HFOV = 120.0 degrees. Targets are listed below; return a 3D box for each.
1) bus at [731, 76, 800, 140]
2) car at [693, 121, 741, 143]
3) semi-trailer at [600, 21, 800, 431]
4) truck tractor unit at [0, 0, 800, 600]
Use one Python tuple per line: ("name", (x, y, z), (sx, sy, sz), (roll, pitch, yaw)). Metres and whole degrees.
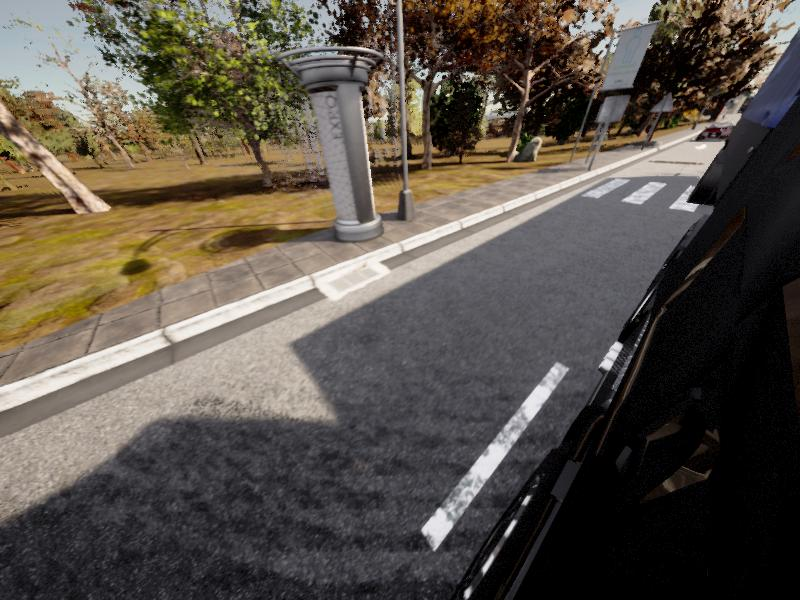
("bus", (36.406, -18.031, 21.805), (10.273, 4.253, 3.944), (-28, 44, -29))
("car", (29.324, -15.532, 21.352), (4.181, 1.385, 1.994), (-28, 44, -29))
("semi-trailer", (8.595, -3.676, 4.323), (14.254, 4.402, 2.717), (-29, 44, -31))
("truck tractor unit", (2.645, -0.295, 0.352), (6.516, 4.208, 3.053), (-28, 44, -30))
